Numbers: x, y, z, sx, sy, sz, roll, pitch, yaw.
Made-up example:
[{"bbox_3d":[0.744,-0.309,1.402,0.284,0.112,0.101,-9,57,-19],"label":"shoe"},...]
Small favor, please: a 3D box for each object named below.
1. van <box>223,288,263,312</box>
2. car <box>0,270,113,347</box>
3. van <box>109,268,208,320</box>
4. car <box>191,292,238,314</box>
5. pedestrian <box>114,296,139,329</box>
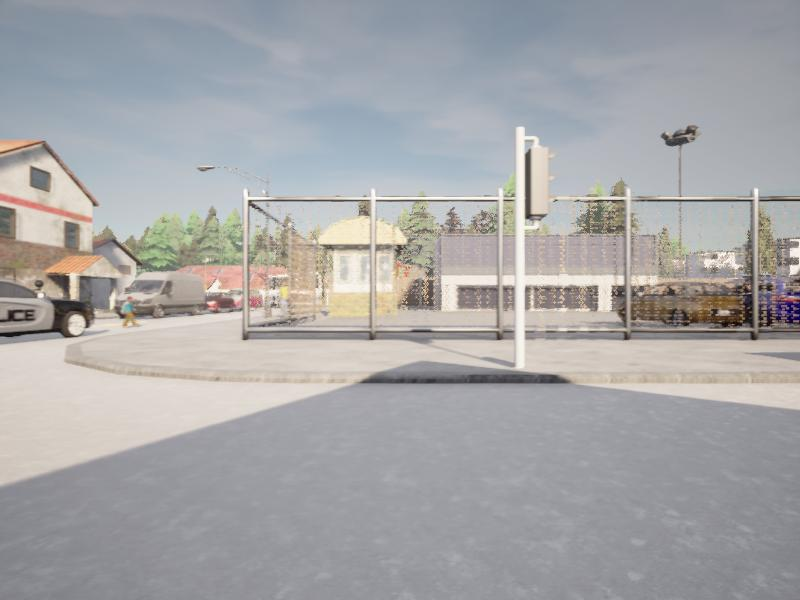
[{"bbox_3d":[-13.506,-0.001,34.741,1.775,1.987,4.442,0,0,-1],"label":"van"},{"bbox_3d":[-9.433,0.172,8.966,1.930,1.638,5.238,0,0,5],"label":"car"},{"bbox_3d":[-13.355,-0.277,22.685,1.988,2.561,5.915,0,0,1],"label":"van"},{"bbox_3d":[-13.461,0.216,29.246,1.789,1.549,3.705,0,0,0],"label":"car"},{"bbox_3d":[-9.406,0.418,13.774,0.500,1.100,0.500,0,0,2],"label":"pedestrian"}]
